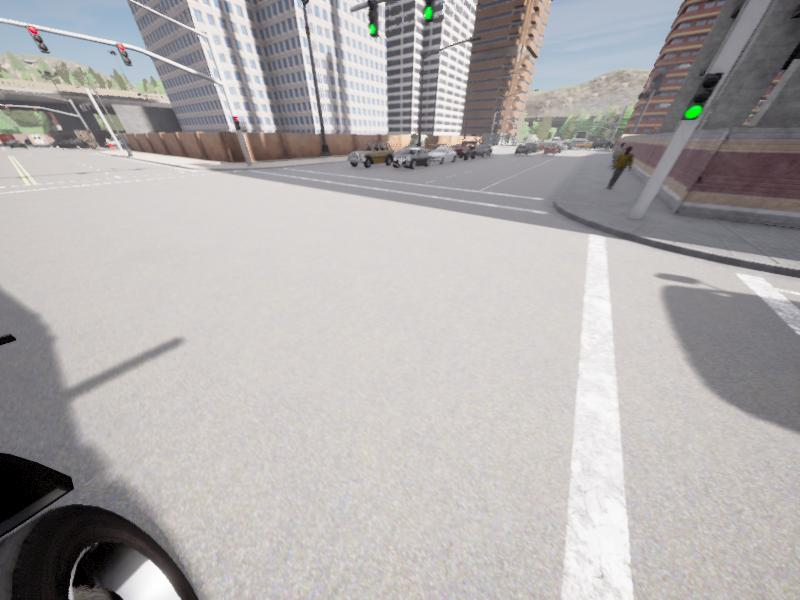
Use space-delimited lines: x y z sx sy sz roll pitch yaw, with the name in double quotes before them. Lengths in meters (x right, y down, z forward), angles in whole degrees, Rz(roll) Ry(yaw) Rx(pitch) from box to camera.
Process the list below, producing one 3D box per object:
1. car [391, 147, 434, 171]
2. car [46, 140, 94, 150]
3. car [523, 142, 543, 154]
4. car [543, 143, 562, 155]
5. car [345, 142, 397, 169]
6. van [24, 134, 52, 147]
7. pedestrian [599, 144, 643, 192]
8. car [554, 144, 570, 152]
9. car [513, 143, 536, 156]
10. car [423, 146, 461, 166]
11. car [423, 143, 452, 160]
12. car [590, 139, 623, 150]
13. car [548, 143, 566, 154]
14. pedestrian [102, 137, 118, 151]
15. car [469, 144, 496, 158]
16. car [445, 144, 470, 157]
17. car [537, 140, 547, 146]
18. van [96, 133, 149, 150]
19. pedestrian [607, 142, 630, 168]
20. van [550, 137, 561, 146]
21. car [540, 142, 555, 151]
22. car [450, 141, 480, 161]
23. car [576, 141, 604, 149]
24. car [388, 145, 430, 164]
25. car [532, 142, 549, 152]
"car" 1.120 -12.502 20.376 1.970 1.475 3.806 23 41 28
"car" -62.252 -29.370 43.658 4.892 1.490 1.837 -10 36 -14
"car" 24.049 -27.514 41.738 2.033 1.649 4.856 23 41 28
"car" 25.019 -24.792 37.948 1.789 1.549 3.705 22 41 28
"car" -2.487 -13.211 21.003 1.932 1.855 4.605 24 42 30
"van" -83.857 -36.926 53.485 6.366 2.431 2.351 22 41 28
"pedestrian" 10.299 -6.169 10.830 0.751 1.860 0.751 25 42 31
"car" 33.406 -31.421 47.648 1.895 1.301 4.718 23 41 28
"car" 20.125 -24.316 37.269 2.128 1.511 4.902 23 41 28
"car" 4.430 -15.158 24.201 1.812 1.442 4.674 23 41 28
"car" 4.798 -18.993 29.504 1.851 1.617 3.988 23 41 28
"car" 50.854 -38.434 57.099 5.566 2.045 2.150 22 41 28
"car" 28.392 -27.469 41.841 1.970 1.475 3.806 22 41 28
"pedestrian" -46.779 -25.172 37.260 0.751 1.860 0.751 22 41 28
"car" 11.676 -20.995 32.500 1.837 1.490 4.892 23 41 28
"car" 8.393 -21.820 33.660 1.816 1.474 4.193 23 41 28
"car" 50.495 -55.672 81.944 2.038 1.542 4.974 23 41 28
"van" -54.084 -31.120 45.274 1.988 2.561 5.915 22 41 28
"pedestrian" 18.617 -12.392 19.728 0.751 1.860 0.751 24 42 30
"van" 55.751 -56.829 82.769 1.988 2.561 5.915 23 41 28
"car" 34.297 -35.675 53.547 2.007 1.525 4.514 23 41 28
"car" 7.962 -18.176 28.125 1.905 1.878 3.866 22 41 28
"car" 50.174 -40.978 61.133 5.366 1.575 1.801 22 41 28
"car" 1.055 -15.931 25.238 2.163 1.488 4.792 23 41 28
"car" 28.845 -31.324 47.272 2.007 1.525 4.514 23 41 28
